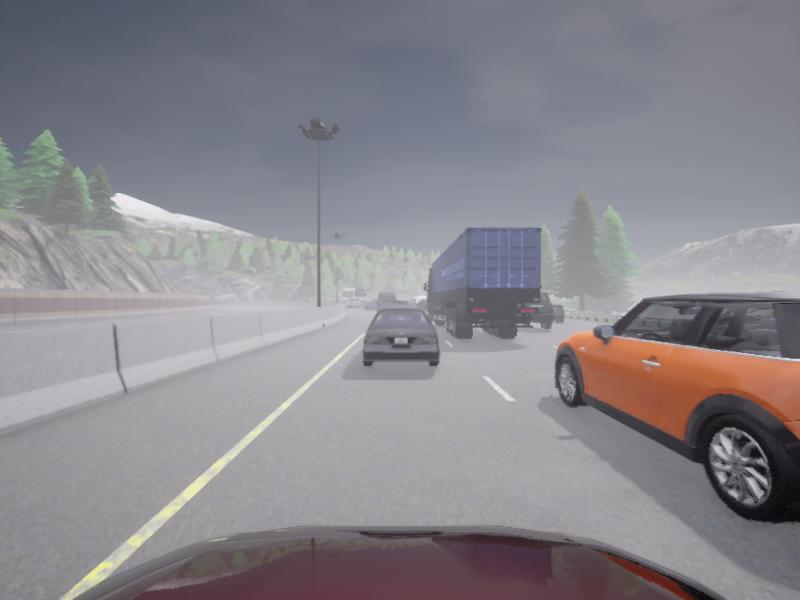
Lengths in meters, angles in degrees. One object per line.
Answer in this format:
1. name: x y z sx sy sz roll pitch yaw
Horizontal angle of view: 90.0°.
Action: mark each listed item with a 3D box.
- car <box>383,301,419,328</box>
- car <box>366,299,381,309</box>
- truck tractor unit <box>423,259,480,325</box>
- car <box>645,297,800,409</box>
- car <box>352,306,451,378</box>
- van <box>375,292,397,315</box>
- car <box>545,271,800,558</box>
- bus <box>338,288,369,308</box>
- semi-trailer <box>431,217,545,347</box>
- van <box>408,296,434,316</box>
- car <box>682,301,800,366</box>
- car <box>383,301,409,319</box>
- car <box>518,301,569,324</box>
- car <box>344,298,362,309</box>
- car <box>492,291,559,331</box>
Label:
1. car: 0.030 0.842 25.044 2.038 1.542 4.974 0 0 0
2. car: -4.999 0.702 75.775 1.905 1.878 3.866 0 0 -19
3. truck tractor unit: 3.451 -0.498 28.665 3.053 4.208 6.516 0 0 -2
4. car: 7.019 0.786 7.192 2.152 1.651 5.027 0 0 0
5. car: 0.031 0.903 10.901 2.033 1.411 5.357 0 0 0
6. van: -1.687 0.357 47.566 1.988 2.561 5.915 0 0 -8
7. car: 3.513 0.699 4.544 2.097 1.767 4.553 0 0 0
8. bus: -10.473 -0.470 89.410 3.944 4.253 10.273 0 0 -24
9. semi-trailer: 3.537 -0.603 20.750 2.717 4.402 14.254 0 0 0
10. van: 2.251 0.606 44.333 2.069 2.038 4.480 0 0 -7
11. car: 10.532 0.811 10.989 1.801 1.575 5.366 0 0 0
12. car: -0.458 0.849 36.278 2.038 1.542 4.974 0 0 -4
13. car: 10.426 0.849 29.425 2.007 1.525 4.514 0 0 -2
14. car: -9.127 0.621 77.127 2.150 2.045 5.566 0 -1 -20
15. car: 7.057 0.585 23.282 2.150 2.045 5.566 0 0 0
